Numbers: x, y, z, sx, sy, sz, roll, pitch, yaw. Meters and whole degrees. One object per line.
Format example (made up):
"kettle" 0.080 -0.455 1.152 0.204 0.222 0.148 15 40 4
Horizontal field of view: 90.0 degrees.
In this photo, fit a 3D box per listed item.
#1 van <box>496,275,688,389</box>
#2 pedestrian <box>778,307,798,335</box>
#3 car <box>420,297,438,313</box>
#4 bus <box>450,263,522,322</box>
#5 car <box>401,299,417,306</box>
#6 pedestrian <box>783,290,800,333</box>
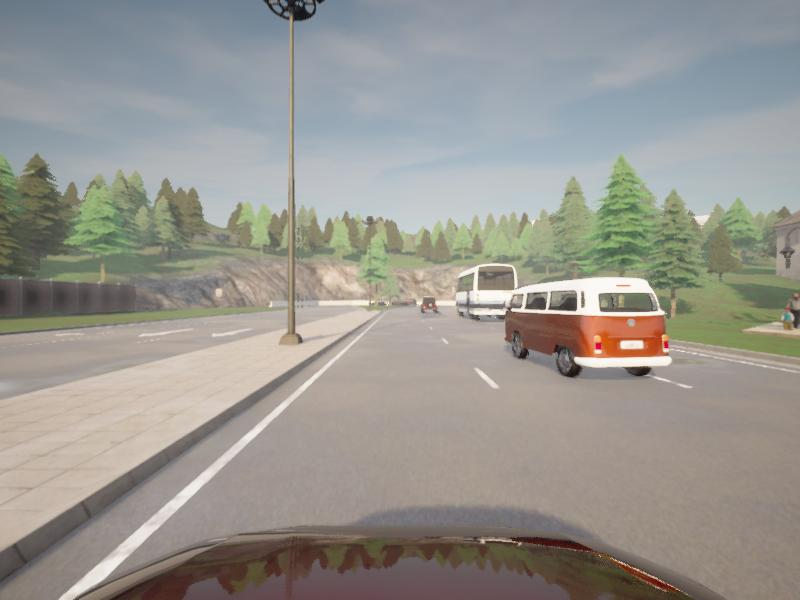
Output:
"van" 4.056 0.570 9.525 2.069 2.038 4.480 0 0 -6
"pedestrian" 16.177 0.863 16.685 0.500 1.100 0.500 0 0 -34
"car" 3.498 0.640 48.877 1.905 1.878 3.866 0 0 0
"bus" 6.875 -0.538 34.071 3.944 4.253 10.273 0 0 0
"car" 2.360 0.644 105.243 3.866 1.878 1.905 0 0 17
"pedestrian" 17.528 0.483 17.709 0.751 1.860 0.751 0 0 -40
